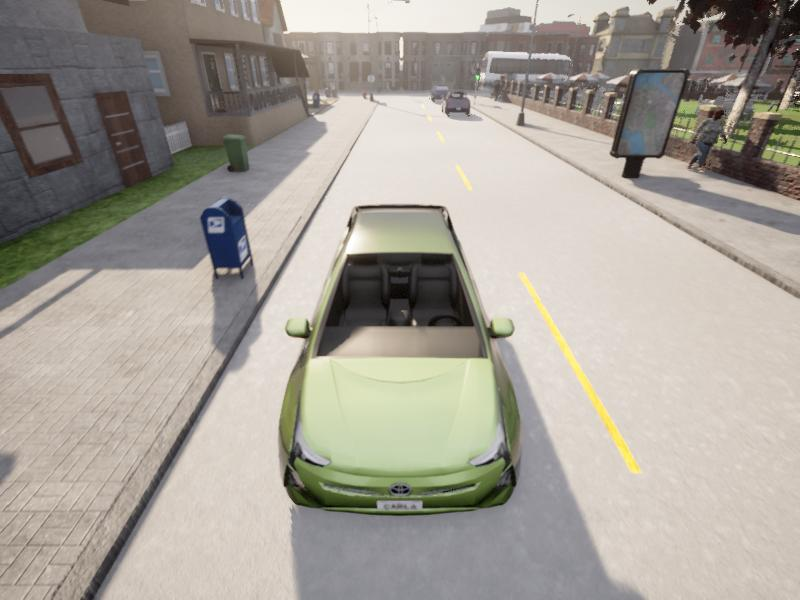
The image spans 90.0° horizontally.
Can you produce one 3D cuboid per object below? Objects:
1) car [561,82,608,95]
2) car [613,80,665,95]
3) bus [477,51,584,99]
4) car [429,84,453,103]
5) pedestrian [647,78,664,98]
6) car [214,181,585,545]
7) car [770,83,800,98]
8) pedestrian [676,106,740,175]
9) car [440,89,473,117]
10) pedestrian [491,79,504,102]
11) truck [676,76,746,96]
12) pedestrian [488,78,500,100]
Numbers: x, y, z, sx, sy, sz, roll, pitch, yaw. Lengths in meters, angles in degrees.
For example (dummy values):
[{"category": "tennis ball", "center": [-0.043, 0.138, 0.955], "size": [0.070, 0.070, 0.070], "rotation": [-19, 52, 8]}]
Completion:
[{"category": "car", "center": [22.746, -26.116, 49.394], "size": [4.718, 1.301, 1.895], "rotation": [0, 30, 0]}, {"category": "car", "center": [29.457, -26.232, 49.356], "size": [5.008, 1.535, 1.882], "rotation": [0, 30, 0]}, {"category": "bus", "center": [14.383, -25.460, 45.318], "size": [10.273, 4.253, 3.944], "rotation": [1, 30, -1]}, {"category": "car", "center": [3.977, -20.439, 39.531], "size": [1.812, 1.442, 4.674], "rotation": [0, 30, -1]}, {"category": "pedestrian", "center": [26.504, -21.978, 41.505], "size": [0.751, 1.860, 0.751], "rotation": [-5, 31, -9]}, {"category": "car", "center": [-0.002, -0.002, 4.494], "size": [2.007, 1.525, 4.514], "rotation": [0, 30, 0]}, {"category": "car", "center": [48.025, -25.254, 48.209], "size": [4.514, 1.525, 2.007], "rotation": [15, 33, 23]}, {"category": "pedestrian", "center": [9.361, -4.870, 12.239], "size": [0.751, 1.860, 0.751], "rotation": [0, 30, 0]}, {"category": "car", "center": [4.003, -14.209, 28.791], "size": [1.845, 1.501, 3.633], "rotation": [0, 30, 0]}, {"category": "pedestrian", "center": [9.022, -19.490, 37.226], "size": [0.751, 1.860, 0.751], "rotation": [-4, 31, -6]}, {"category": "truck", "center": [38.192, -26.381, 49.293], "size": [6.274, 2.098, 2.390], "rotation": [0, 30, 0]}, {"category": "pedestrian", "center": [9.317, -20.910, 39.654], "size": [0.751, 1.860, 0.751], "rotation": [-5, 31, -9]}]
